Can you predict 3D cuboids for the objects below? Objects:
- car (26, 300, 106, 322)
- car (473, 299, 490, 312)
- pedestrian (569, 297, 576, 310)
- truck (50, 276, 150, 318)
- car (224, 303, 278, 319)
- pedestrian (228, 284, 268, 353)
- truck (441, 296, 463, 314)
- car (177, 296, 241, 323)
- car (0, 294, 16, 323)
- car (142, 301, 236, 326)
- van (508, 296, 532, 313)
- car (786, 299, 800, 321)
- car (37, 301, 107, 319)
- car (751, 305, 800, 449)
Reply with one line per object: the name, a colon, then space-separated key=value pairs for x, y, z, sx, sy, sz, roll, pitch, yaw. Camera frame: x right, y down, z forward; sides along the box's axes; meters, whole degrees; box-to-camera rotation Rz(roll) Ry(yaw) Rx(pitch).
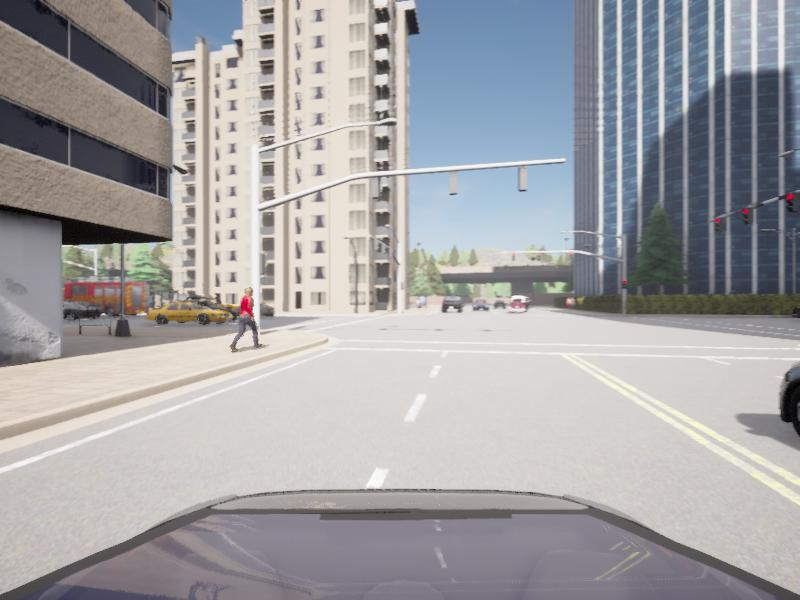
car: x=-26.330 y=0.824 z=31.584 sx=5.238 sy=1.638 sz=1.930 roll=0 pitch=0 yaw=10
car: x=11.054 y=0.745 z=54.616 sx=2.242 sy=1.667 sz=4.611 roll=0 pitch=0 yaw=11
pedestrian: x=23.897 y=0.451 z=55.466 sx=0.751 sy=1.860 sz=0.751 roll=0 pitch=0 yaw=12
truck: x=-29.320 y=-0.262 z=39.218 sx=8.468 sy=3.827 sz=2.891 roll=0 pitch=0 yaw=10
car: x=-13.577 y=0.939 z=36.456 sx=4.181 sy=1.385 sz=1.994 roll=0 pitch=0 yaw=10
pedestrian: x=-4.263 y=0.495 z=11.220 sx=0.751 sy=1.860 sz=0.751 roll=0 pitch=0 yaw=30
truck: x=6.481 y=0.539 z=49.152 sx=2.390 sy=2.098 sz=6.274 roll=0 pitch=0 yaw=11
car: x=-14.024 y=0.677 z=29.426 sx=3.866 sy=1.878 sz=1.905 roll=0 pitch=0 yaw=10
car: x=-31.182 y=0.632 z=28.880 sx=5.566 sy=2.045 sz=2.150 roll=0 pitch=0 yaw=10
car: x=-13.530 y=0.832 z=25.787 sx=5.366 sy=1.575 sz=1.801 roll=0 pitch=0 yaw=10
van: x=14.898 y=0.555 z=49.540 sx=2.069 sy=2.038 sz=4.480 roll=0 pitch=0 yaw=26
car: x=31.373 y=0.719 z=28.581 sx=5.238 sy=1.638 sz=1.930 roll=0 pitch=0 yaw=10
car: x=-29.127 y=0.895 z=35.627 sx=4.902 sy=1.511 sz=2.128 roll=0 pitch=0 yaw=10
car: x=4.959 y=0.820 z=2.595 sx=2.007 sy=1.525 sz=4.514 roll=0 pitch=0 yaw=11
